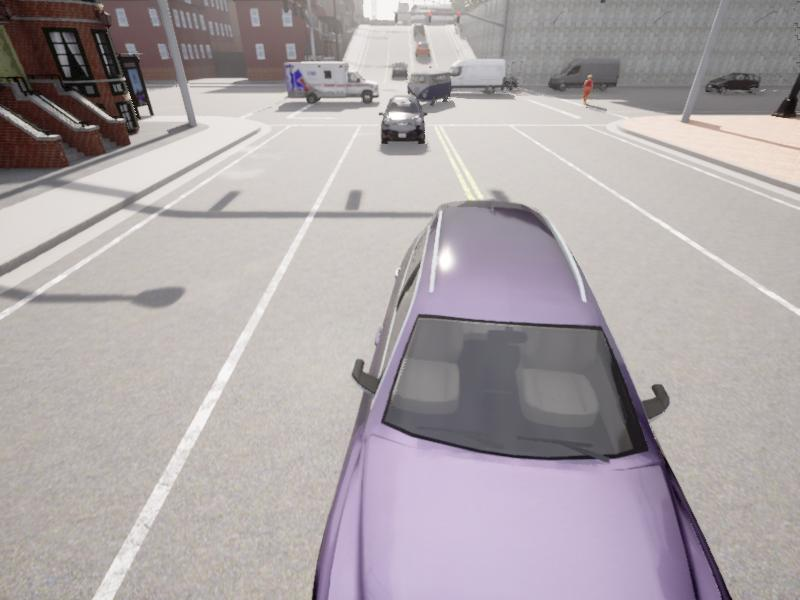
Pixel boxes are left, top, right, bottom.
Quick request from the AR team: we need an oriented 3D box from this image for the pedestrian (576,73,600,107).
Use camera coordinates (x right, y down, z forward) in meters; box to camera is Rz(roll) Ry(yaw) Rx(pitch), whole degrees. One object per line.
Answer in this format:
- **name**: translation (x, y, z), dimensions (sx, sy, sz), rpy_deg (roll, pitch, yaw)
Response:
- **pedestrian**: translation (11.902, -13.338, 25.424), dimensions (0.751, 1.860, 0.751), rpy_deg (-2, 32, -3)

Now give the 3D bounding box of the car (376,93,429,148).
- **car**: translation (0.127, -7.109, 15.672), dimensions (1.845, 1.501, 3.633), rpy_deg (1, 32, 1)

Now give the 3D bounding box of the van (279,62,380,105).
- **van**: translation (-4.622, -14.864, 27.424), dimensions (6.366, 2.431, 2.351), rpy_deg (0, 32, 0)

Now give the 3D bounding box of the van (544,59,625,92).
- **van**: translation (16.596, -20.407, 36.306), dimensions (5.915, 2.561, 1.988), rpy_deg (0, 32, 0)

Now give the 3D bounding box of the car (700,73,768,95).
- **car**: translation (27.934, -18.140, 33.555), dimensions (3.705, 1.549, 1.789), rpy_deg (0, 32, 0)

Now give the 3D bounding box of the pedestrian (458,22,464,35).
- **pedestrian**: translation (10.714, -48.017, 70.713), dimensions (0.751, 1.860, 0.751), rpy_deg (-1, 32, -1)

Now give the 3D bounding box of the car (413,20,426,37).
- **car**: translation (3.446, -48.493, 71.427), dimensions (1.932, 1.855, 4.605), rpy_deg (0, 43, 0)

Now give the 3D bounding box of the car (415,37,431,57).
- **car**: translation (3.465, -38.887, 61.474), dimensions (2.097, 1.767, 4.553), rpy_deg (0, 44, 0)

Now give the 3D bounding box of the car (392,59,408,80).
- **car**: translation (-0.013, -28.732, 49.684), dimensions (1.930, 1.638, 5.238), rpy_deg (0, 37, 0)

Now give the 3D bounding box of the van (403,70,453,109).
- **van**: translation (1.885, -13.944, 26.342), dimensions (1.775, 1.987, 4.442), rpy_deg (13, 34, 21)

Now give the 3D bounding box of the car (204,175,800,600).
- **car**: translation (0.751, 0.475, 3.254), dimensions (2.033, 1.649, 4.856), rpy_deg (4, 32, 7)

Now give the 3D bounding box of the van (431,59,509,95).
- **van**: translation (5.702, -18.576, 33.342), dimensions (5.915, 2.561, 1.988), rpy_deg (0, 32, 0)

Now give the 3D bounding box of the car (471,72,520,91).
- **car**: translation (8.881, -20.410, 37.334), dimensions (4.193, 1.474, 1.816), rpy_deg (8, 32, 12)
